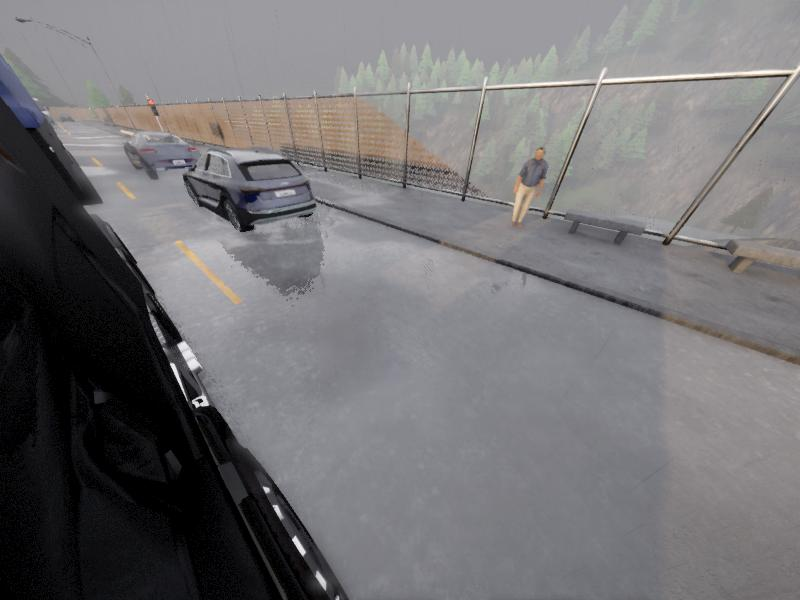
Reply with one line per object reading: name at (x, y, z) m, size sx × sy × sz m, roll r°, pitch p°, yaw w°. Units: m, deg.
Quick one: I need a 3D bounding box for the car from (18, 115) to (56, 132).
car at (-48.981, -23.951, 31.248) m, size 5.027 × 1.651 × 2.152 m, roll 28°, pitch 44°, yaw 30°

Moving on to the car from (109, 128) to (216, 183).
car at (-11.106, -6.877, 10.787) m, size 5.027 × 1.651 × 2.152 m, roll 28°, pitch 44°, yaw 30°

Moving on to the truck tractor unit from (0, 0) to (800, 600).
truck tractor unit at (-2.645, -0.295, 0.351) m, size 6.516 × 4.208 × 3.053 m, roll 28°, pitch 44°, yaw 30°

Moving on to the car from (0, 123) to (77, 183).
car at (-16.092, -6.409, 9.855) m, size 5.238 × 1.638 × 1.930 m, roll 28°, pitch 44°, yaw 30°

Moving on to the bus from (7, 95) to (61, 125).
bus at (-73.904, -38.417, 46.829) m, size 10.273 × 4.253 × 3.944 m, roll 28°, pitch 44°, yaw 30°

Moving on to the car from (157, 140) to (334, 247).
car at (-4.280, -3.238, 6.340) m, size 4.856 × 1.649 × 2.033 m, roll 28°, pitch 43°, yaw 30°

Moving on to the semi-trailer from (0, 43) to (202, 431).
semi-trailer at (-8.697, -3.607, 4.228) m, size 14.254 × 4.402 × 2.717 m, roll 28°, pitch 44°, yaw 30°

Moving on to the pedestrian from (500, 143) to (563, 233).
pedestrian at (3.217, -2.778, 5.788) m, size 0.751 × 1.860 × 0.751 m, roll 18°, pitch 39°, yaw 20°
